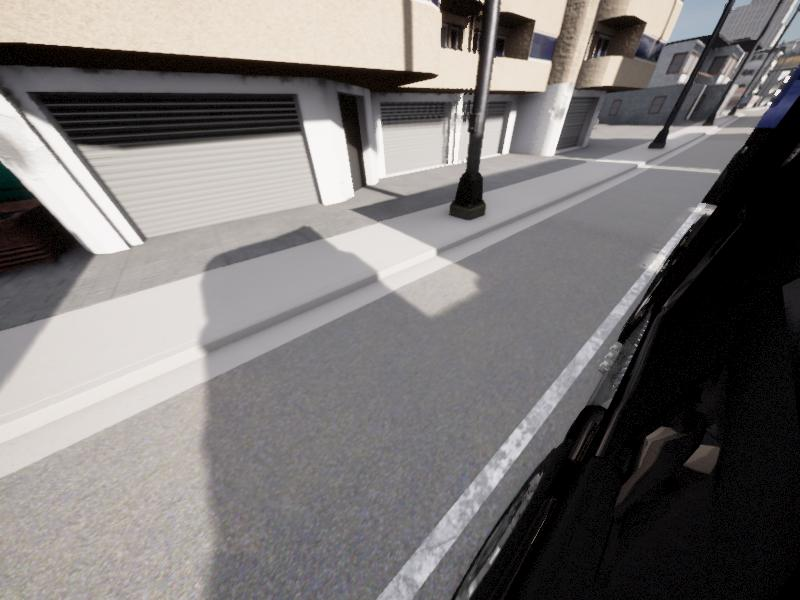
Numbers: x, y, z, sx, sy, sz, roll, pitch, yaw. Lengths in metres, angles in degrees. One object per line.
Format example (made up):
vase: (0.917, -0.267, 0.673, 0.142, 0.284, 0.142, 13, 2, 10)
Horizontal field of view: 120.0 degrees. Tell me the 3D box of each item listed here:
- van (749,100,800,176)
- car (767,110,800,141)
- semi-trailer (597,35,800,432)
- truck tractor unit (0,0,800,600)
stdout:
van: (17.990, -7.137, 9.811, 6.366, 2.431, 2.351, -28, 43, -28)
car: (28.787, -12.508, 16.480, 4.902, 1.511, 2.128, -28, 44, -27)
semi-trailer: (8.742, -3.583, 4.173, 14.254, 4.402, 2.717, -28, 44, -29)
truck tractor unit: (2.645, -0.295, 0.351, 6.516, 4.208, 3.053, -28, 44, -30)
